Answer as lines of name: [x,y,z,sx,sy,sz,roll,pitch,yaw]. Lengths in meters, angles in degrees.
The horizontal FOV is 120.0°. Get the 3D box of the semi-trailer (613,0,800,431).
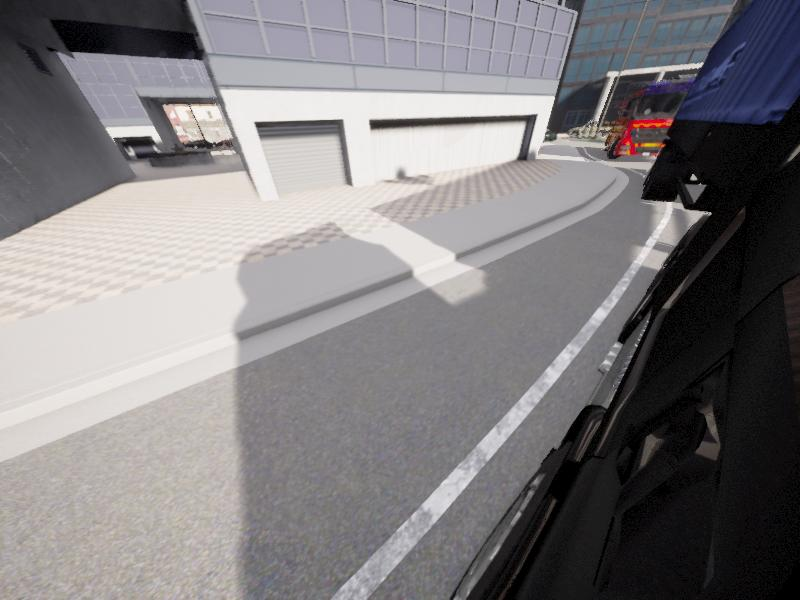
semi-trailer: [7.996,-4.009,4.811,2.717,4.402,14.254,26,45,32]

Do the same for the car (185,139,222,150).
car: [-35.962,-28.597,42.443,4.892,1.490,1.837,-21,40,-25]

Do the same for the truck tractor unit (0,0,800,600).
truck tractor unit: [2.645,-0.295,0.351,6.516,4.208,3.053,-28,44,-30]

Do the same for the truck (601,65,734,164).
truck: [15.879,-11.532,14.862,2.891,3.827,8.468,18,42,26]

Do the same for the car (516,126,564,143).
car: [17.768,-21.264,29.667,2.038,1.542,4.974,-15,38,-15]

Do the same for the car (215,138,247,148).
car: [-34.083,-31.763,46.678,5.008,1.535,1.882,-21,40,-24]

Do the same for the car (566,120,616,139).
car: [25.044,-22.460,30.508,4.605,1.855,1.932,17,42,25]

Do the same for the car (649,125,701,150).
car: [22.035,-13.007,18.489,4.181,1.385,1.994,-31,45,-32]

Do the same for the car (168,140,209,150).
car: [-39.965,-29.467,43.839,5.357,1.411,2.033,-20,40,-24]
